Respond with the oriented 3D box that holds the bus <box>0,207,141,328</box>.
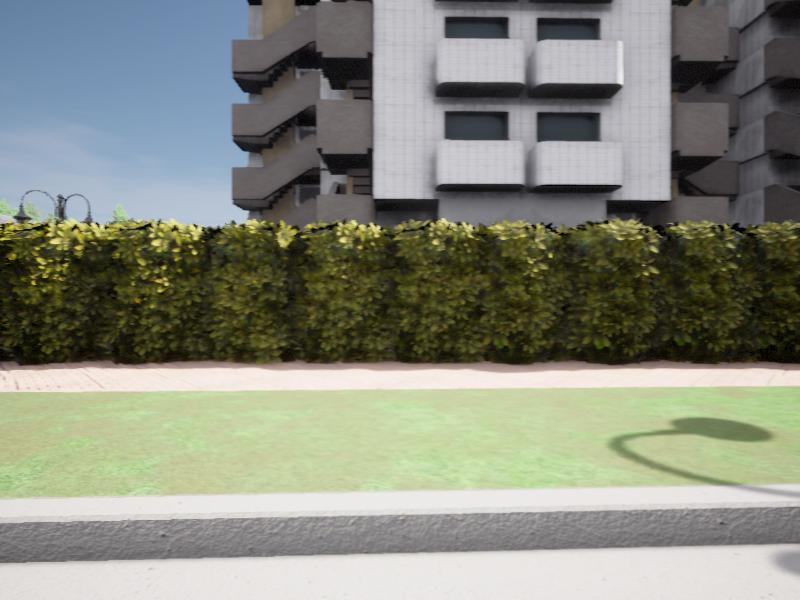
[{"bbox_3d":[-15.923,-1.145,16.342,3.944,4.253,10.273,0,0,1],"label":"bus"}]
